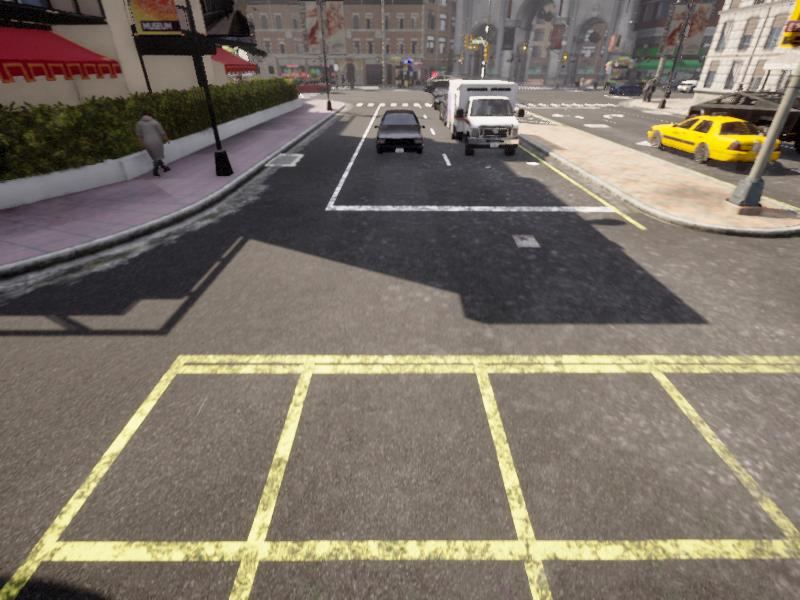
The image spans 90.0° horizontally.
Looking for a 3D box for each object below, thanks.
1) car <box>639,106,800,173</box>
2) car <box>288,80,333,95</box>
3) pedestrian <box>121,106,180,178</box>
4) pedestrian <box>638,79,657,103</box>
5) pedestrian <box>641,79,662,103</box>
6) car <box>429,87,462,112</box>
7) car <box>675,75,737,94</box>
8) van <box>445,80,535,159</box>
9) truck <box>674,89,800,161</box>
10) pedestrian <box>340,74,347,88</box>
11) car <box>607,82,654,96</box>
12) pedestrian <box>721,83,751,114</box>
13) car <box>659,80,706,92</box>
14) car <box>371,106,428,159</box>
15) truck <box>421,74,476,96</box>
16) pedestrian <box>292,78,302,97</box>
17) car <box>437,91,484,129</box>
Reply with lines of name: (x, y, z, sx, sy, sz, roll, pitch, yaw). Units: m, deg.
car: (11.493, -6.182, 14.994, 1.801, 1.575, 5.366, 0, 30, 0)
car: (-11.246, -26.884, 50.569, 5.027, 1.651, 2.152, 0, 30, 0)
pedestrian: (-7.211, -4.602, 11.659, 0.751, 1.860, 0.751, 0, 30, -1)
pedestrian: (22.226, -18.804, 35.936, 0.751, 1.860, 0.751, -20, 36, -31)
pedestrian: (22.245, -18.497, 35.411, 0.751, 1.860, 0.751, -5, 31, -8)
car: (3.554, -16.131, 32.056, 2.128, 1.511, 4.902, 0, 30, 1)
car: (38.130, -26.967, 50.052, 5.566, 2.045, 2.150, 0, 30, 1)
van: (3.491, -7.937, 17.150, 2.351, 2.431, 6.366, 0, 30, 0)
truck: (14.993, -7.596, 16.898, 2.390, 2.098, 6.274, 0, 30, 0)
pedestrian: (-8.336, -32.190, 58.787, 0.751, 1.860, 0.751, -7, 31, -11)
car: (27.046, -24.844, 47.084, 4.181, 1.385, 1.994, 0, 30, 0)
pedestrian: (23.211, -13.948, 27.640, 0.751, 1.860, 0.751, 2, 30, 3)
car: (37.518, -28.501, 53.270, 4.674, 1.442, 1.812, 0, 30, 0)
car: (-0.008, -7.259, 17.013, 2.033, 1.411, 5.357, 0, 30, 0)
truck: (5.834, -26.369, 48.961, 6.274, 2.098, 2.390, 24, 38, 35)
pedestrian: (-11.484, -23.781, 44.722, 0.751, 1.860, 0.751, -2, 30, -3)
car: (3.491, -11.467, 23.972, 2.033, 1.649, 4.856, 0, 30, 0)
